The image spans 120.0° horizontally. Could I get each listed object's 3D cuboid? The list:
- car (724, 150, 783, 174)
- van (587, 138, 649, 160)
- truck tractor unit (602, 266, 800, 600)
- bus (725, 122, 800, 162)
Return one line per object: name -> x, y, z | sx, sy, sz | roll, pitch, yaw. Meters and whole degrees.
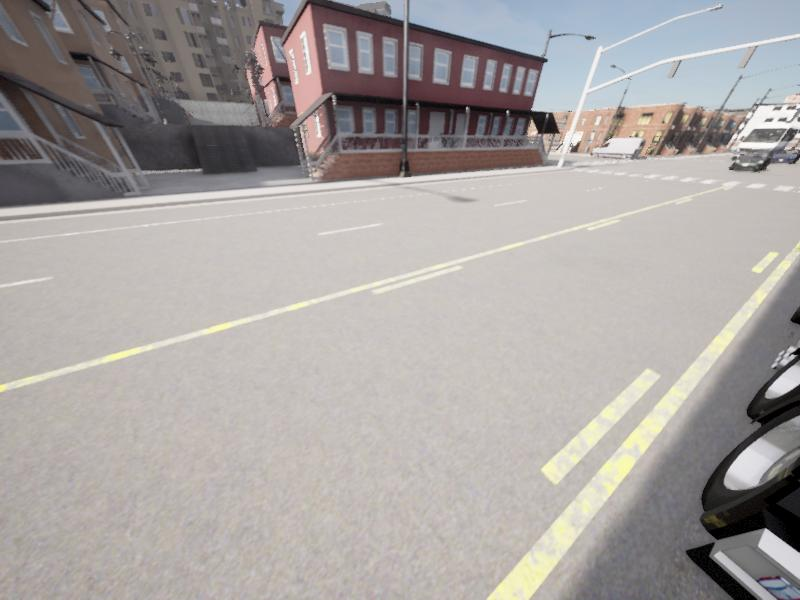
car -> 31.915, -12.552, 20.858 | 3.988, 1.617, 1.851 | -18, 39, -24
van -> 32.458, -22.736, 34.685 | 1.988, 2.561, 5.915 | -19, 39, -25
truck tractor unit -> 5.119, -0.289, 0.791 | 6.516, 4.208, 3.053 | -18, 39, -24
bus -> 53.019, -22.724, 33.310 | 10.273, 4.253, 3.944 | -18, 39, -24
